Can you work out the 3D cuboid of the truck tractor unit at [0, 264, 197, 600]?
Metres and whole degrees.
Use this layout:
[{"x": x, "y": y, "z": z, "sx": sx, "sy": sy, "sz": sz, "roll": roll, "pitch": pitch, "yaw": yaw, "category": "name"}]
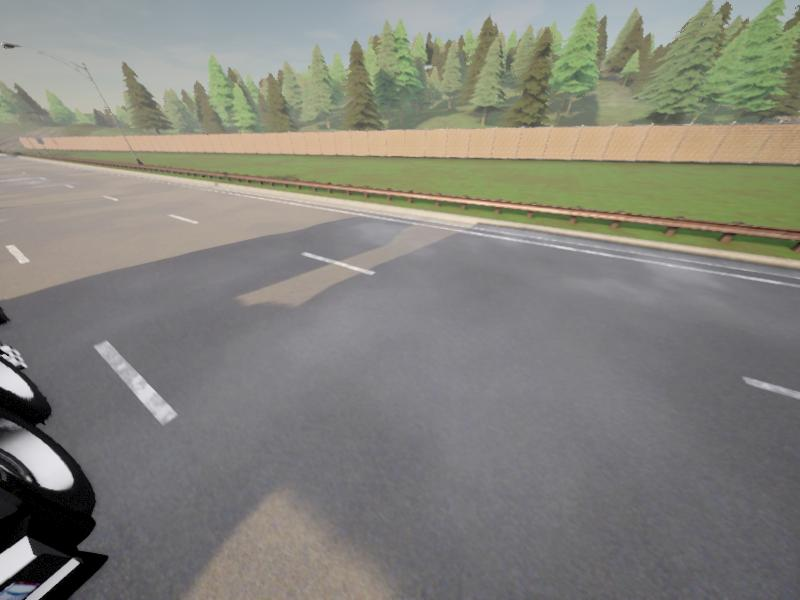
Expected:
[{"x": -5.114, "y": -0.297, "z": 0.781, "sx": 6.516, "sy": 4.208, "sz": 3.053, "roll": 18, "pitch": 39, "yaw": 24, "category": "truck tractor unit"}]
